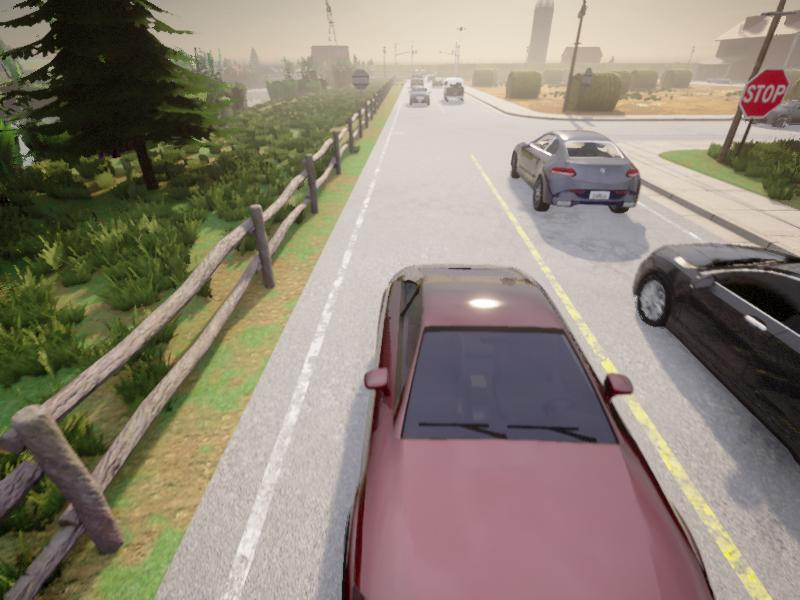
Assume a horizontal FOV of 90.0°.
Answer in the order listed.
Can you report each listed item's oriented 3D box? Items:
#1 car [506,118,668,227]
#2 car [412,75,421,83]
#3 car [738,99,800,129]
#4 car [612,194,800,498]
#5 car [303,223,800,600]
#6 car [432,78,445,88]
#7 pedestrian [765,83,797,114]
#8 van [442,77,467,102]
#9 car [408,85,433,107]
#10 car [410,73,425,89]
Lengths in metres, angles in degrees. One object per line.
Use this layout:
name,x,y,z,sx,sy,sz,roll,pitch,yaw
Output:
car,4.420,-3.615,10.582,2.152,1.651,5.027,2,30,3
car,3.493,-46.729,84.613,1.970,1.475,3.806,1,30,1
car,22.762,-10.840,23.277,4.181,1.385,1.994,0,30,-1
car,4.192,0.433,3.780,1.837,1.490,4.892,1,30,1
car,0.709,0.721,3.410,1.994,1.385,4.181,1,30,1
car,6.405,-36.857,67.800,1.895,1.301,4.718,1,30,1
pedestrian,26.630,-14.083,27.981,0.751,1.860,0.751,-5,31,-8
van,5.460,-21.371,40.570,2.069,2.038,4.480,1,31,2
car,1.777,-18.376,35.961,2.128,1.511,4.902,1,30,1
car,2.801,-35.455,64.672,2.150,2.045,5.566,1,30,1
